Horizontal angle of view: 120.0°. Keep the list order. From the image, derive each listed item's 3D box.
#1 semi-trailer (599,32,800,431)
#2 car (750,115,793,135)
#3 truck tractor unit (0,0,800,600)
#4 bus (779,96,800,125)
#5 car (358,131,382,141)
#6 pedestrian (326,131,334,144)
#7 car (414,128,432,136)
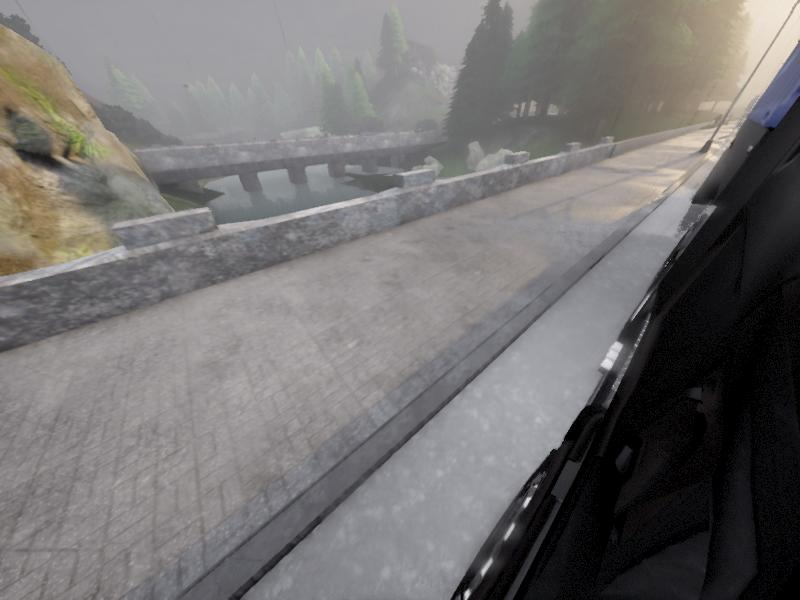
[{"bbox_3d":[8.643,-3.641,4.283,14.254,4.402,2.717,-29,44,-30],"label":"semi-trailer"},{"bbox_3d":[40.851,-19.311,25.526,3.988,1.617,1.851,-28,44,-30],"label":"car"},{"bbox_3d":[2.645,-0.295,0.352,6.516,4.208,3.053,-28,44,-30],"label":"truck tractor unit"},{"bbox_3d":[69.192,-32.226,38.794,10.273,4.253,3.944,-28,44,-29],"label":"bus"},{"bbox_3d":[-6.545,-36.080,50.693,5.008,1.535,1.882,-28,44,-29],"label":"car"},{"bbox_3d":[-12.450,-29.112,41.302,0.751,1.860,0.751,-28,44,-30],"label":"pedestrian"},{"bbox_3d":[5.882,-42.610,58.657,4.514,1.525,2.007,-28,44,-30],"label":"car"}]
